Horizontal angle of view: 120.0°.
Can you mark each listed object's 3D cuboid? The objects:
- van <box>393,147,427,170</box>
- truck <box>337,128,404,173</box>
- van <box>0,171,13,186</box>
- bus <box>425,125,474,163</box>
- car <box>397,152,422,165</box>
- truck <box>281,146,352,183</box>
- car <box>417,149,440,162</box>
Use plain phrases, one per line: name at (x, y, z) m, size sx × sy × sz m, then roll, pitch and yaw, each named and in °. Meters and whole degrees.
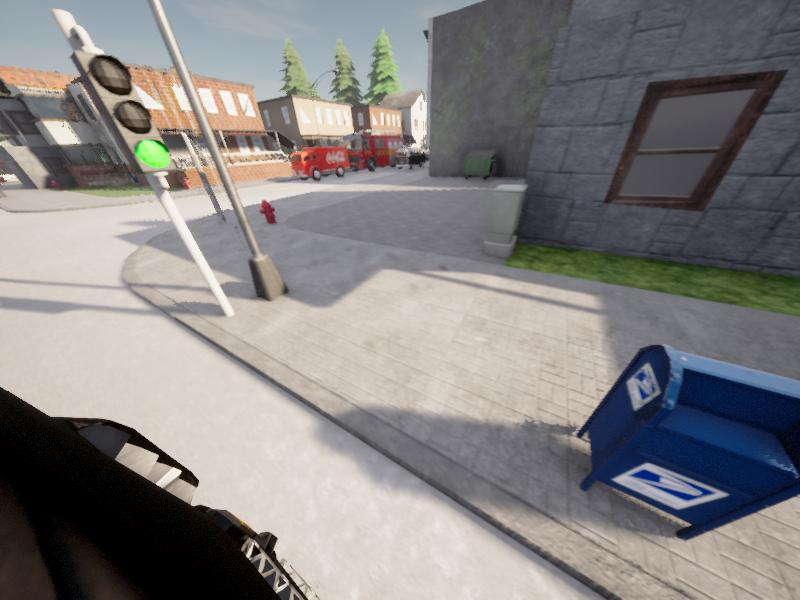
van at (1.274, -16.506, 26.907) m, size 2.069 × 2.038 × 4.480 m, roll 16°, pitch 39°, yaw 26°
truck at (-2.931, -17.485, 27.073) m, size 2.891 × 3.827 × 8.468 m, roll 17°, pitch 38°, yaw 27°
van at (-54.599, -15.543, 29.667) m, size 1.775 × 1.987 × 4.442 m, roll 16°, pitch 38°, yaw 26°
bus at (7.856, -24.136, 35.907) m, size 3.944 × 4.253 × 10.273 m, roll 16°, pitch 38°, yaw 26°
car at (1.479, -20.839, 34.023) m, size 1.994 × 1.385 × 4.181 m, roll 15°, pitch 38°, yaw 25°
truck at (-7.265, -12.407, 20.967) m, size 2.627 × 2.467 × 5.204 m, roll 18°, pitch 39°, yaw 28°
car at (4.748, -24.150, 38.617) m, size 1.882 × 1.535 × 5.008 m, roll 16°, pitch 38°, yaw 26°
